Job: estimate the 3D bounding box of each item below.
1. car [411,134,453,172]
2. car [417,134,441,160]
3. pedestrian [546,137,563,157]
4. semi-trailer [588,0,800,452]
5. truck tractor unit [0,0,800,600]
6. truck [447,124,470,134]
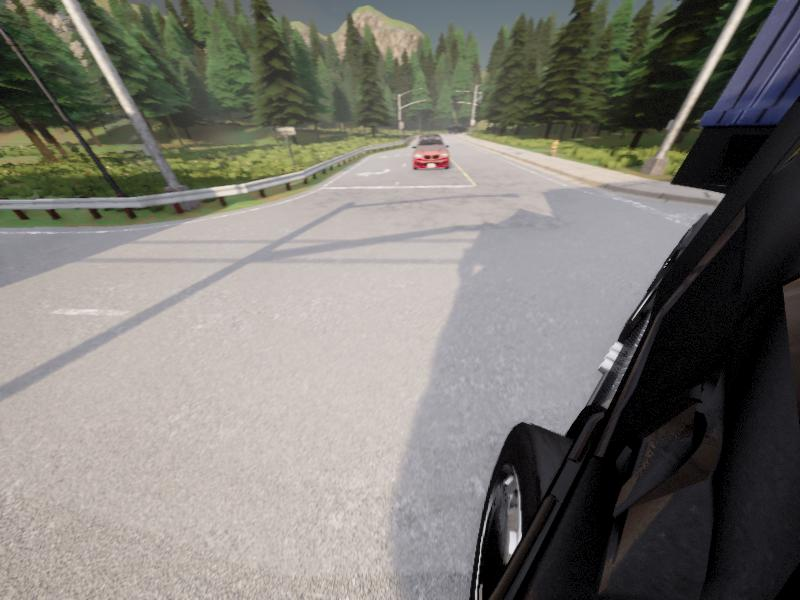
[{"bbox_3d":[1.935,-9.527,14.792,2.242,1.667,4.611,1,37,4],"label":"car"},{"bbox_3d":[2.353,-13.117,19.708,1.816,1.474,4.193,1,37,4],"label":"car"},{"bbox_3d":[10.133,-10.023,15.147,0.500,1.100,0.500,5,38,11],"label":"pedestrian"},{"bbox_3d":[10.052,-1.787,1.753,14.254,4.402,2.717,-6,37,-5],"label":"semi-trailer"},{"bbox_3d":[2.645,-0.295,0.351,6.516,4.208,3.053,-28,44,-30],"label":"truck tractor unit"},{"bbox_3d":[15.785,-46.358,62.624,6.274,2.098,2.390,-27,43,-29],"label":"truck"}]
